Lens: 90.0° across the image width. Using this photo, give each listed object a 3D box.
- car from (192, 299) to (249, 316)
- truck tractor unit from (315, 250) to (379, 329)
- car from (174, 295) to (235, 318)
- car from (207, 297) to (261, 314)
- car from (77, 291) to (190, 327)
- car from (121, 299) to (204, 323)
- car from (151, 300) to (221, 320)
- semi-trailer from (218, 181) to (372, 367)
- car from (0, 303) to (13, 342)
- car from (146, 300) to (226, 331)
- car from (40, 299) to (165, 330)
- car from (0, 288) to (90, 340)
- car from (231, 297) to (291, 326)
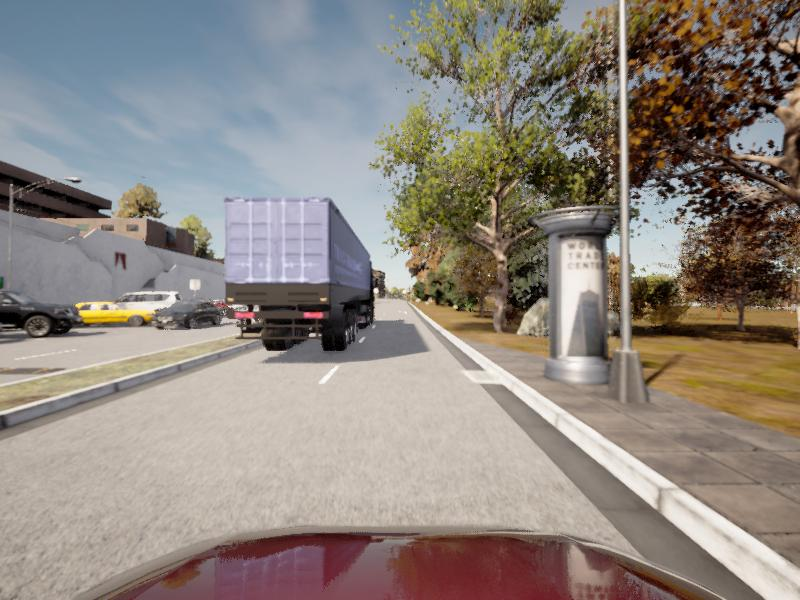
[{"bbox_3d":[-16.825,0.641,37.767,4.674,1.452,2.002,-1,1,-20],"label":"car"},{"bbox_3d":[-3.002,-0.596,24.519,3.053,4.208,6.516,0,1,0],"label":"truck tractor unit"},{"bbox_3d":[-16.857,0.519,34.754,4.553,1.767,2.185,-1,1,-20],"label":"car"},{"bbox_3d":[-16.814,0.554,40.766,5.008,1.535,2.097,-1,1,-20],"label":"car"},{"bbox_3d":[-16.859,0.500,25.741,5.566,2.045,2.435,-1,1,-20],"label":"car"},{"bbox_3d":[-16.854,0.749,28.743,4.792,1.488,2.163,-1,1,-20],"label":"car"},{"bbox_3d":[-16.829,0.728,31.768,4.674,1.452,2.002,-1,0,-20],"label":"car"},{"bbox_3d":[-2.970,-0.642,16.609,2.717,4.402,14.254,0,0,0],"label":"semi-trailer"},{"bbox_3d":[-16.842,0.862,13.742,4.674,1.452,2.002,-1,0,-20],"label":"car"},{"bbox_3d":[-11.762,0.790,22.433,1.837,1.490,4.892,0,1,0],"label":"car"},{"bbox_3d":[-16.660,0.770,22.816,5.366,1.575,1.946,-1,0,-20],"label":"car"},{"bbox_3d":[-16.813,0.563,16.761,5.566,2.045,2.435,-1,0,-20],"label":"car"},{"bbox_3d":[-8.758,0.676,25.706,2.242,1.667,4.611,0,1,0],"label":"car"}]
